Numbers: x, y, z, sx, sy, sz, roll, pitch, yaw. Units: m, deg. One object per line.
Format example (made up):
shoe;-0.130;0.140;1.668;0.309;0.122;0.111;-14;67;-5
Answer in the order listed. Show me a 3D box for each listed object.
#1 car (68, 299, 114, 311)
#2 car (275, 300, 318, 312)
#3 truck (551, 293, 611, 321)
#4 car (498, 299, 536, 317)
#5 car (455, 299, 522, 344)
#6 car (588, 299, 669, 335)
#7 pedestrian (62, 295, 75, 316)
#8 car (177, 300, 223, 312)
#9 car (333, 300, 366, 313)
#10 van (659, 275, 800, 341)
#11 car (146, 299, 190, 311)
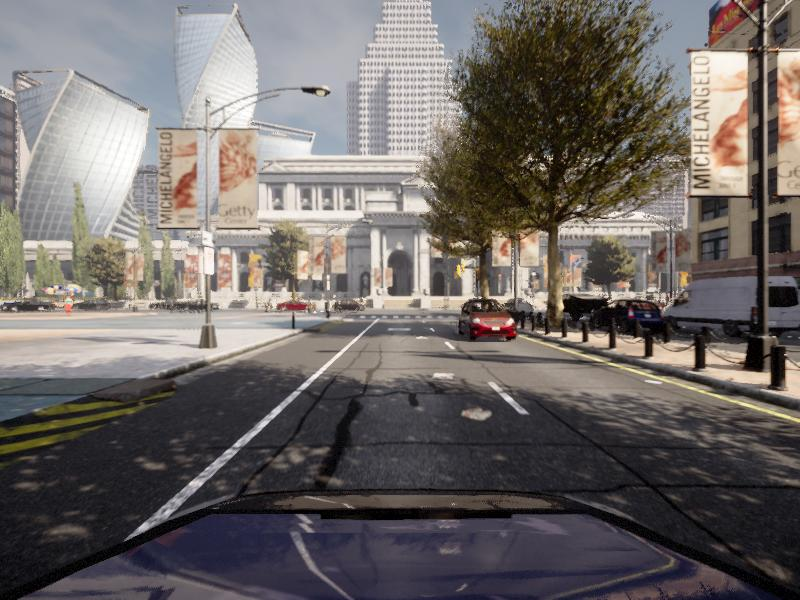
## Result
car;-44.669;0.744;57.893;4.856;1.649;2.033;0;0;-10
car;-13.296;0.800;51.647;5.008;1.535;1.882;0;0;0
truck;15.053;0.528;33.814;2.390;2.098;6.274;0;0;2
car;11.367;0.763;39.386;2.152;1.651;5.027;0;0;-1
car;3.475;0.780;16.473;1.851;1.617;3.988;0;0;0
car;11.475;0.779;20.407;1.851;1.617;3.988;0;0;0
pedestrian;-28.839;0.469;34.805;0.751;1.860;0.751;0;0;-28
car;-25.739;0.813;51.669;4.902;1.511;2.128;0;0;0
car;-6.033;0.791;48.121;3.705;1.549;1.789;0;0;0
van;14.979;0.313;18.667;1.988;2.561;5.915;0;0;0
car;-33.945;0.745;58.658;5.238;1.638;1.930;0;0;0
